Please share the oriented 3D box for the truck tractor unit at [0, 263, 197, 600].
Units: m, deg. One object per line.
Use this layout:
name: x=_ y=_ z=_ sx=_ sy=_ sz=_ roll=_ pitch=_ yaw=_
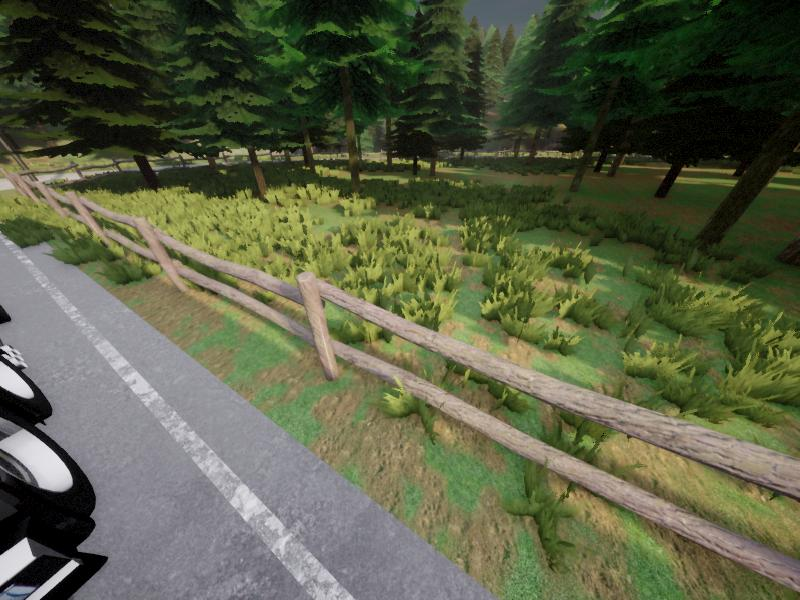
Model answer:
truck tractor unit: x=-5.110 y=-0.302 z=0.782 sx=6.516 sy=4.208 sz=3.053 roll=18 pitch=39 yaw=24
